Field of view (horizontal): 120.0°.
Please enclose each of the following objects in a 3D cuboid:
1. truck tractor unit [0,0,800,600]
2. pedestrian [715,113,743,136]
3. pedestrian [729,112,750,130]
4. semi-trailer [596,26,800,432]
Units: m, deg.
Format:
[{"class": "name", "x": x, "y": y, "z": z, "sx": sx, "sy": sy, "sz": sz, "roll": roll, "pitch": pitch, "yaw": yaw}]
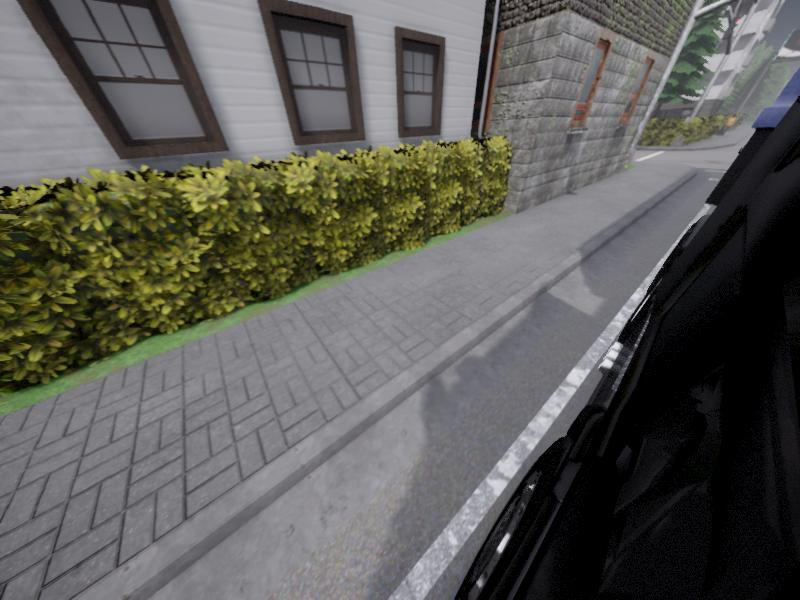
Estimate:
[{"class": "truck tractor unit", "x": 2.645, "y": -0.295, "z": 0.352, "sx": 6.516, "sy": 4.208, "sz": 3.053, "roll": -28, "pitch": 44, "yaw": -30}, {"class": "pedestrian", "x": 33.258, "y": -17.710, "z": 23.371, "sx": 0.751, "sy": 1.860, "sz": 0.751, "roll": -24, "pitch": 42, "yaw": -26}, {"class": "pedestrian", "x": 45.325, "y": -23.866, "z": 30.838, "sx": 0.751, "sy": 1.860, "sz": 0.751, "roll": 30, "pitch": 47, "yaw": 35}, {"class": "semi-trailer", "x": 8.823, "y": -3.517, "z": 4.102, "sx": 14.254, "sy": 4.402, "sz": 2.717, "roll": -27, "pitch": 43, "yaw": -28}]
